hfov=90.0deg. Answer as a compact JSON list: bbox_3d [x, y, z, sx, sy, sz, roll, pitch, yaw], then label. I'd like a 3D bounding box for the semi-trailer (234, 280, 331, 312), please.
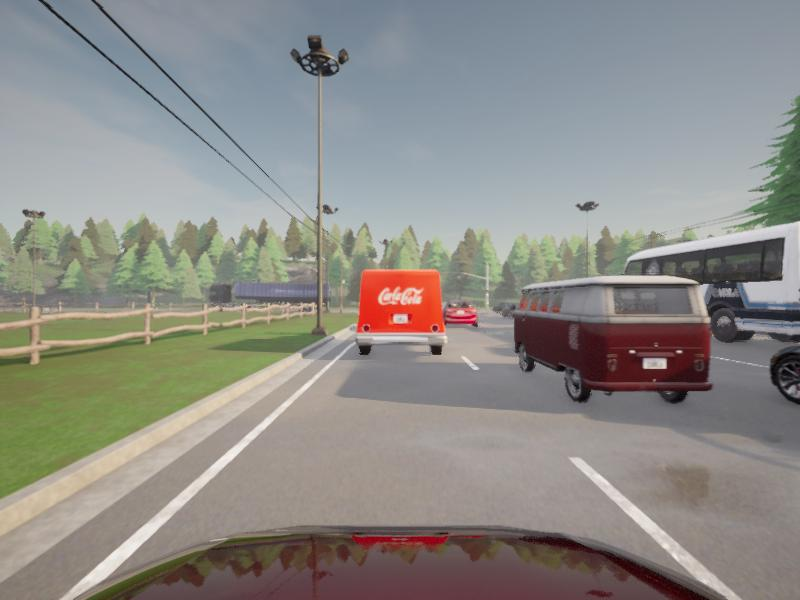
[{"bbox_3d":[-18.057,-0.602,61.994,14.254,4.402,2.717,1,0,1],"label":"semi-trailer"}]

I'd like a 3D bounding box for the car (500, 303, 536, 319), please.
[{"bbox_3d":[10.526,0.950,35.990,1.994,1.385,4.181,0,0,-1],"label":"car"}]

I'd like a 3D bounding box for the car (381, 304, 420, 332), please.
[{"bbox_3d":[0.044,0.934,22.422,1.994,1.385,4.181,0,0,0],"label":"car"}]

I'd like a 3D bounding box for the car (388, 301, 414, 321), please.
[{"bbox_3d":[0.066,0.868,33.561,2.007,1.525,4.514,0,0,0],"label":"car"}]

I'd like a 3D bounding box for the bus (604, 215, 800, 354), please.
[{"bbox_3d":[13.633,-0.512,17.477,3.944,4.253,10.273,0,0,-2],"label":"bus"}]

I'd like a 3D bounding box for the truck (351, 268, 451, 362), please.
[{"bbox_3d":[0.025,0.378,13.163,2.627,2.467,5.204,0,0,0],"label":"truck"}]

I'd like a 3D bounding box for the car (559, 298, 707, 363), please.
[{"bbox_3d":[6.895,0.773,12.597,2.242,1.667,4.611,0,0,5],"label":"car"}]

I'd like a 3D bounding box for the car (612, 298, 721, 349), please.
[{"bbox_3d":[10.158,0.776,15.756,2.242,1.667,4.611,0,0,16],"label":"car"}]

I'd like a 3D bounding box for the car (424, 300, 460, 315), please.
[{"bbox_3d":[4.944,0.836,47.718,2.152,1.651,5.027,0,0,-23],"label":"car"}]

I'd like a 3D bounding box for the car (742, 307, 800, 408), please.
[{"bbox_3d":[7.008,0.857,4.528,2.163,1.488,4.792,0,0,0],"label":"car"}]

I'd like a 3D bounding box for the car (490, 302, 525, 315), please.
[{"bbox_3d":[12.673,0.925,47.320,1.812,1.442,4.674,0,0,-17],"label":"car"}]

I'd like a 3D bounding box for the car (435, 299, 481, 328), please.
[{"bbox_3d":[3.551,0.788,25.489,2.242,1.667,4.611,0,0,0],"label":"car"}]

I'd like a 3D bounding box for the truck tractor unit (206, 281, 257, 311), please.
[{"bbox_3d":[-26.045,-0.537,62.141,6.516,4.208,3.053,-3,-3,1],"label":"truck tractor unit"}]

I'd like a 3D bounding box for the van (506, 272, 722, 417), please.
[{"bbox_3d":[3.515,0.608,7.678,1.775,1.987,4.442,0,0,0],"label":"van"}]
